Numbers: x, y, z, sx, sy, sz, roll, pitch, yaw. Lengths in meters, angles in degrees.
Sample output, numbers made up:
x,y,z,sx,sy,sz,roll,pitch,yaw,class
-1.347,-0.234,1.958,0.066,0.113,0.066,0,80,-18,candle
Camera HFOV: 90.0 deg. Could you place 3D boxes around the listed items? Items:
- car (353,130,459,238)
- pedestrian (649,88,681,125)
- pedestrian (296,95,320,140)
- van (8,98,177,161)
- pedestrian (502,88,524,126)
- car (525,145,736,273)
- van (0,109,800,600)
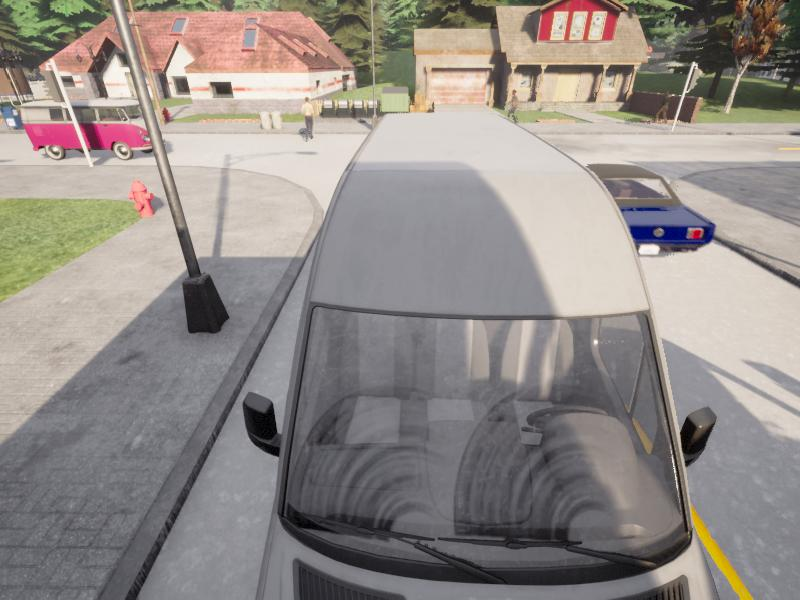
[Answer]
x,y,z,sx,sy,sz,roll,pitch,yaw,class
-0.057,-2.928,9.493,1.789,1.549,3.705,-5,31,-8,car
15.042,-11.011,22.780,0.751,1.860,0.751,-1,30,-1,pedestrian
-4.277,-8.509,18.700,0.751,1.860,0.751,0,30,0,pedestrian
-11.351,-6.450,15.095,4.442,1.987,1.775,0,30,1,van
6.292,-10.786,22.395,0.751,1.860,0.751,-2,30,-3,pedestrian
4.285,-2.217,8.533,1.895,1.301,4.718,1,30,2,car
0.419,0.049,3.431,1.988,2.561,5.915,1,30,2,van
